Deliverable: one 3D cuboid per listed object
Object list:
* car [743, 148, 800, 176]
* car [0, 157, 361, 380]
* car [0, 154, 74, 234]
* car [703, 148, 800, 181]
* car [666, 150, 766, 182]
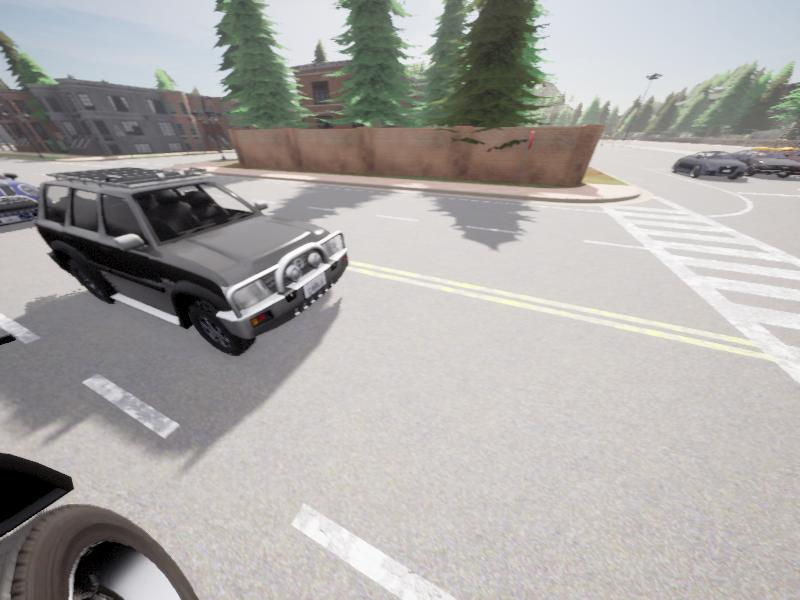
[{"bbox_3d":[28.123,-9.923,16.516,1.994,1.385,4.181,12,37,17],"label":"car"},{"bbox_3d":[-3.172,-0.902,3.496,4.605,1.855,1.932,14,38,18],"label":"car"},{"bbox_3d":[-13.033,-3.250,6.860,4.553,1.767,2.097,14,38,18],"label":"car"},{"bbox_3d":[24.156,-9.388,15.750,2.033,1.411,5.357,14,38,18],"label":"car"},{"bbox_3d":[19.922,-8.770,14.913,1.994,1.385,4.181,14,38,19],"label":"car"}]
